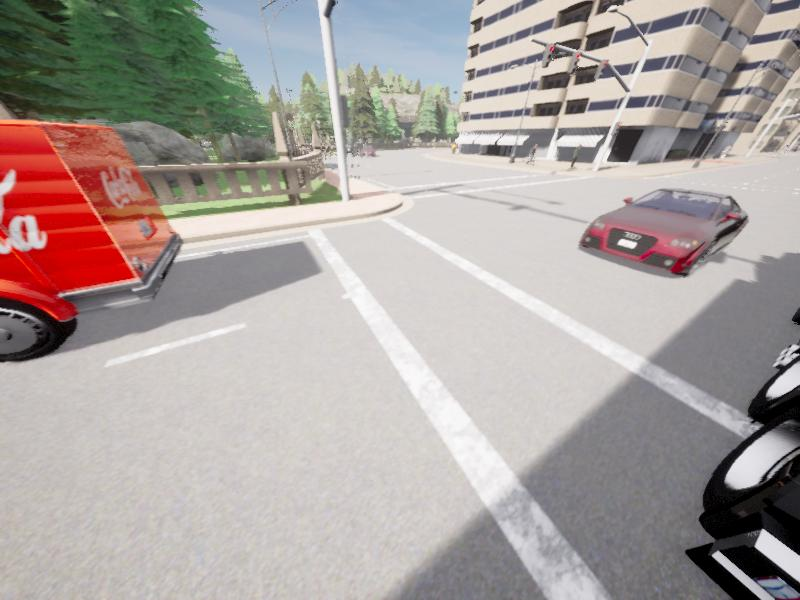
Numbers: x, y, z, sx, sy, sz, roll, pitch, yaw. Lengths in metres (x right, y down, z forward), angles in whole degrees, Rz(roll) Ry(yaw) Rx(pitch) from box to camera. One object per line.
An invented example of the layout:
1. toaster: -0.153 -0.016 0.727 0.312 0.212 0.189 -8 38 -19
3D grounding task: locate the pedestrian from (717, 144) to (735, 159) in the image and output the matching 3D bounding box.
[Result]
1. pedestrian: 49.717 -22.685 35.264 0.751 1.860 0.751 -19 39 -26

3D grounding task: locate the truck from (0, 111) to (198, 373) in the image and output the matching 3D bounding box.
1. truck: -6.209 -0.541 2.567 5.204 2.467 2.627 -18 39 -24

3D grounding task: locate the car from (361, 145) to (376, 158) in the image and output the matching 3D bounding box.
1. car: -4.750 -22.706 35.278 1.812 1.442 4.674 -1 35 -2

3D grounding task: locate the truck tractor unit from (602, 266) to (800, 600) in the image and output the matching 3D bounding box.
1. truck tractor unit: 5.106 -0.307 0.773 6.516 4.208 3.053 -18 39 -24

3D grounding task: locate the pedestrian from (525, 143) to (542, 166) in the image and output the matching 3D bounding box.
1. pedestrian: 13.194 -14.414 22.868 0.751 1.860 0.751 -19 39 -26

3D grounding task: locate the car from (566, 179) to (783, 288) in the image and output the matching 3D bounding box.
1. car: 6.493 -1.877 5.556 4.181 1.385 1.994 -18 39 -24

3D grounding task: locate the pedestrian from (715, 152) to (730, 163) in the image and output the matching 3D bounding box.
1. pedestrian: 38.911 -17.174 27.882 0.500 1.100 0.500 -17 39 -24

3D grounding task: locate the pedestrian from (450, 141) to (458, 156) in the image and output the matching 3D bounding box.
1. pedestrian: 8.661 -24.250 36.971 0.751 1.860 0.751 -2 35 -4

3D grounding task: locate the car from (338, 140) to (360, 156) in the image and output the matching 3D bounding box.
1. car: -8.312 -24.987 37.993 2.150 2.045 5.566 1 35 2

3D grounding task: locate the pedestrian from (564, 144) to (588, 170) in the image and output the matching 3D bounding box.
1. pedestrian: 15.284 -12.471 20.094 0.751 1.860 0.751 -17 38 -23
